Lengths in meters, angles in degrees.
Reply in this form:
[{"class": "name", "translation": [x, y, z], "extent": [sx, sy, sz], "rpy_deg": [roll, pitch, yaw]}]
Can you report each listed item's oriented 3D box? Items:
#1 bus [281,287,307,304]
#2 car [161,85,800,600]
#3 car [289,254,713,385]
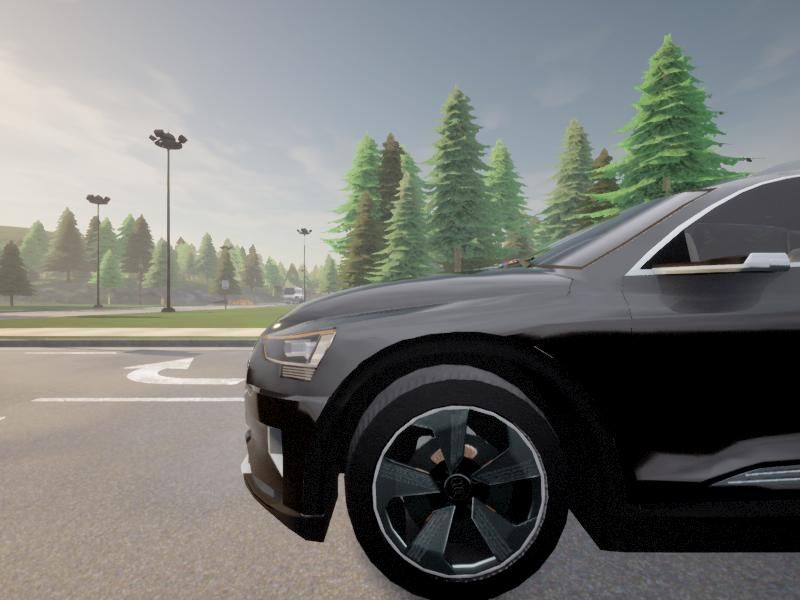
[{"class": "bus", "translation": [-28.517, -1.161, 108.094], "extent": [3.944, 4.253, 10.273], "rpy_deg": [0, 0, 1]}, {"class": "car", "translation": [1.704, 0.179, 2.231], "extent": [4.856, 1.649, 2.033], "rpy_deg": [0, 0, 0]}, {"class": "car", "translation": [1.184, 0.227, 5.705], "extent": [4.974, 1.542, 2.038], "rpy_deg": [0, 0, 0]}]
